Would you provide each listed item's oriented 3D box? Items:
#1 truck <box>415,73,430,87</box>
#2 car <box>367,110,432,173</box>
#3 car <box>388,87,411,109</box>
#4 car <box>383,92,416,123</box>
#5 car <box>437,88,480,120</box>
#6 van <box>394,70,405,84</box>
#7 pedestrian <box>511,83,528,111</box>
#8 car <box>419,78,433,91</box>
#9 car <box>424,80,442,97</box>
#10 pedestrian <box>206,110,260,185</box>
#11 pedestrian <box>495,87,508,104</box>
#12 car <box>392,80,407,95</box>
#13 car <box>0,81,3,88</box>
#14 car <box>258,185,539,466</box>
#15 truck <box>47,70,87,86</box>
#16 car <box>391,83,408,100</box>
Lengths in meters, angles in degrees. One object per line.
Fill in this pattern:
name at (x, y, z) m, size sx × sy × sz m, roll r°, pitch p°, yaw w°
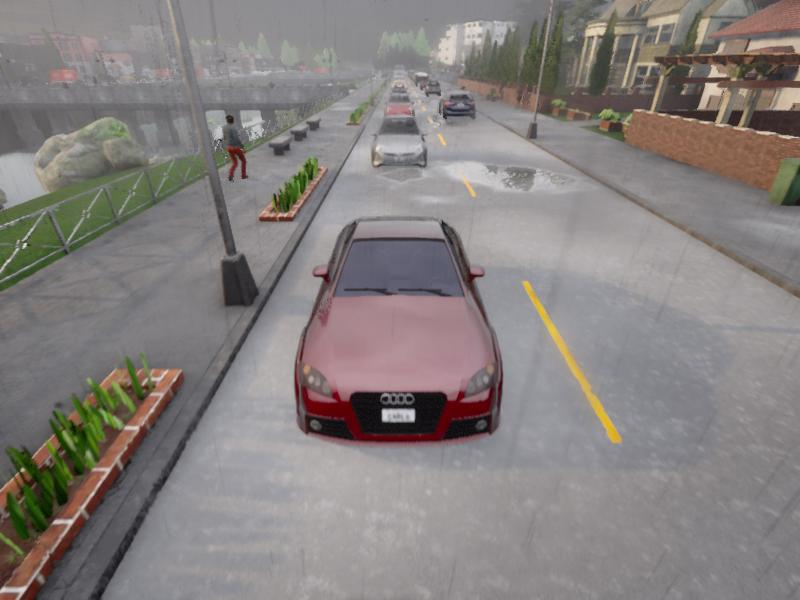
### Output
truck at (3.924, -39.311, 71.329) m, size 2.390 × 2.098 × 6.274 m, roll 0°, pitch 30°, yaw 0°
car at (-0.023, -5.973, 14.757) m, size 2.007 × 1.525 × 4.514 m, roll 0°, pitch 30°, yaw 0°
car at (-0.040, -17.498, 34.563) m, size 1.816 × 1.474 × 4.193 m, roll 0°, pitch 30°, yaw 0°
car at (-0.033, -12.907, 26.642) m, size 2.007 × 1.525 × 4.514 m, roll 0°, pitch 30°, yaw 0°
car at (3.962, -13.719, 27.892) m, size 2.242 × 1.667 × 4.611 m, roll 0°, pitch 30°, yaw 0°
van at (-0.091, -47.720, 85.411) m, size 2.351 × 2.431 × 6.366 m, roll 0°, pitch 30°, yaw 0°
pedestrian at (8.979, -15.325, 30.203) m, size 0.751 × 1.860 × 0.751 m, roll -3°, pitch 30°, yaw -5°
car at (3.933, -32.416, 60.135) m, size 1.816 × 1.474 × 4.193 m, roll 0°, pitch 30°, yaw 0°
car at (3.947, -25.487, 48.125) m, size 1.851 × 1.617 × 3.988 m, roll 0°, pitch 30°, yaw 0°
pedestrian at (-4.710, -4.343, 11.374) m, size 0.751 × 1.860 × 0.751 m, roll 11°, pitch 32°, yaw 18°
pedestrian at (9.203, -18.562, 36.307) m, size 0.751 × 1.300 × 0.751 m, roll -2°, pitch 30°, yaw -3°
car at (-0.057, -27.241, 51.201) m, size 1.882 × 1.535 × 5.008 m, roll 0°, pitch 30°, yaw 0°
car at (-65.753, -33.970, 62.611) m, size 1.930 × 1.638 × 5.238 m, roll 0°, pitch 30°, yaw 0°
car at (-0.013, -0.191, 4.998) m, size 1.994 × 1.385 × 4.181 m, roll 0°, pitch 31°, yaw 0°
truck at (-61.769, -41.298, 74.346) m, size 2.627 × 2.467 × 5.204 m, roll 0°, pitch 30°, yaw 0°
car at (-0.051, -22.570, 43.201) m, size 1.845 × 1.501 × 3.633 m, roll 0°, pitch 30°, yaw 0°
